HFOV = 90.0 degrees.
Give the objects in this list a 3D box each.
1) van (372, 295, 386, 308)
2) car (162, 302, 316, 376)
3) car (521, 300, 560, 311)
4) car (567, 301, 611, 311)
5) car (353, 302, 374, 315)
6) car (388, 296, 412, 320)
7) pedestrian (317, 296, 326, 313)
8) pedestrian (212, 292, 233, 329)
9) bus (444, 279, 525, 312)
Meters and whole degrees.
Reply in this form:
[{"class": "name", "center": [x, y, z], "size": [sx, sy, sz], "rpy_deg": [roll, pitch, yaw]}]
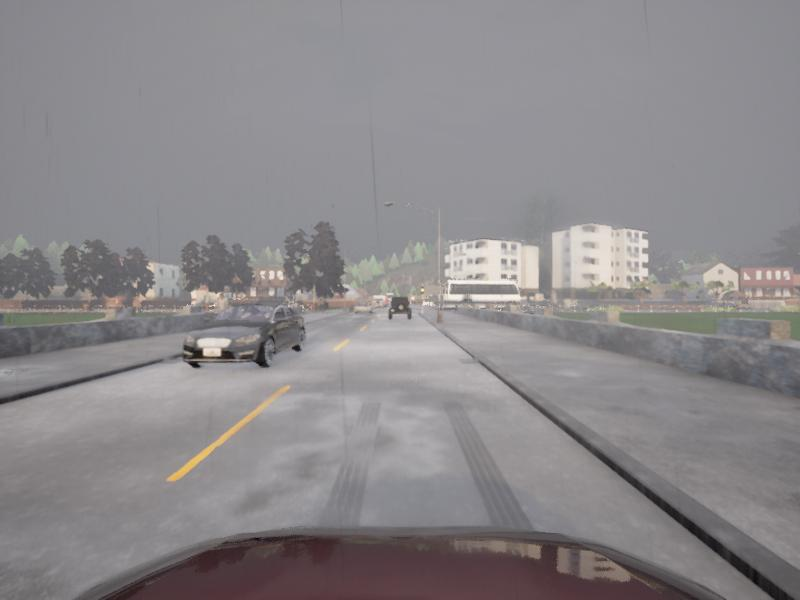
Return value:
[{"class": "van", "center": [-4.017, 0.324, 78.160], "size": [2.351, 2.431, 6.366], "rpy_deg": [0, 0, 0]}, {"class": "car", "center": [-3.905, 0.829, 10.853], "size": [2.128, 1.511, 4.902], "rpy_deg": [0, 0, 1]}, {"class": "car", "center": [20.142, 0.809, 57.376], "size": [4.892, 1.490, 1.837], "rpy_deg": [0, 0, 1]}, {"class": "car", "center": [27.151, 0.859, 57.492], "size": [5.357, 1.411, 2.033], "rpy_deg": [0, 0, 0]}, {"class": "car", "center": [-4.008, 0.916, 44.700], "size": [1.895, 1.301, 4.718], "rpy_deg": [0, 0, 0]}, {"class": "car", "center": [-0.003, 0.625, 33.547], "size": [1.905, 1.878, 3.866], "rpy_deg": [0, 0, 0]}, {"class": "pedestrian", "center": [-8.621, 0.506, 43.873], "size": [0.751, 1.860, 0.751], "rpy_deg": [0, 0, 20]}, {"class": "pedestrian", "center": [-9.061, 0.521, 20.466], "size": [0.751, 1.860, 0.751], "rpy_deg": [0, 0, -2]}, {"class": "bus", "center": [11.318, -0.569, 54.555], "size": [10.273, 4.253, 3.944], "rpy_deg": [0, 0, 2]}]
